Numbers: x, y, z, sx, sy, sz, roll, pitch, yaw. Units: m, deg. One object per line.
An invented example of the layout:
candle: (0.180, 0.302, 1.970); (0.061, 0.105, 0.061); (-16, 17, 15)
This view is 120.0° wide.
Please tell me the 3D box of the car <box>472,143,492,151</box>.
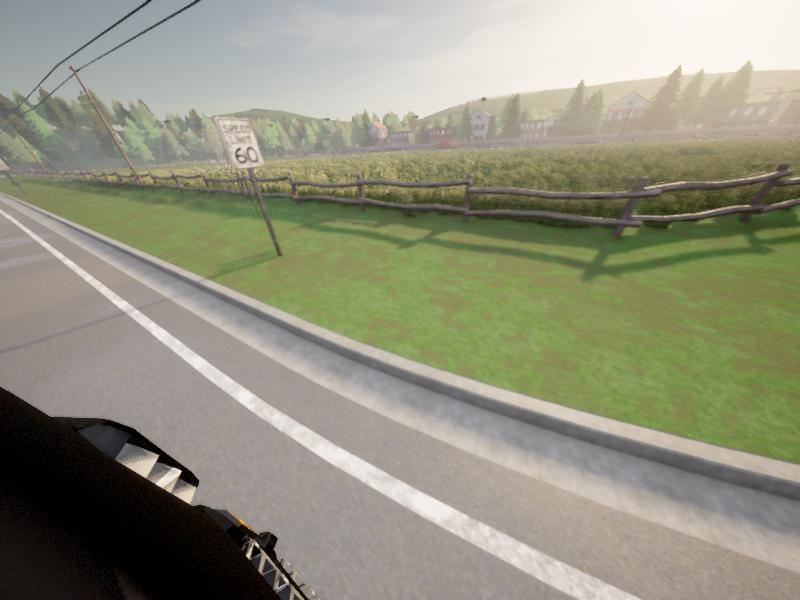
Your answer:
car: (25.725, -48.109, 72.638); (5.238, 1.638, 1.930); (16, 38, 26)

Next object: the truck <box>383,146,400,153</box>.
truck: (-3.325, -59.047, 90.866); (6.274, 2.098, 2.390); (16, 38, 26)

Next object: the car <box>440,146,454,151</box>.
car: (16.506, -52.995, 80.817); (4.193, 1.474, 1.816); (16, 38, 26)

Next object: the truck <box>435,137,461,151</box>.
truck: (17.194, -56.015, 83.176); (8.468, 3.827, 2.891); (16, 38, 26)
